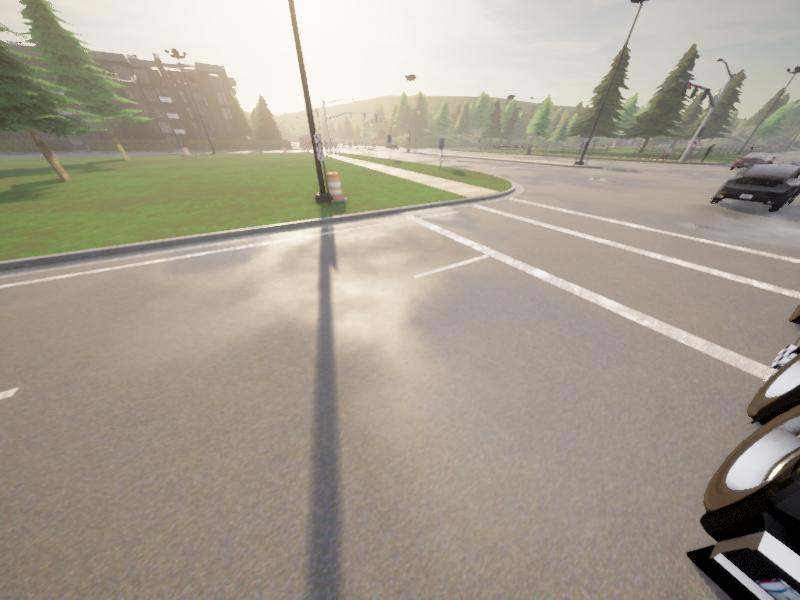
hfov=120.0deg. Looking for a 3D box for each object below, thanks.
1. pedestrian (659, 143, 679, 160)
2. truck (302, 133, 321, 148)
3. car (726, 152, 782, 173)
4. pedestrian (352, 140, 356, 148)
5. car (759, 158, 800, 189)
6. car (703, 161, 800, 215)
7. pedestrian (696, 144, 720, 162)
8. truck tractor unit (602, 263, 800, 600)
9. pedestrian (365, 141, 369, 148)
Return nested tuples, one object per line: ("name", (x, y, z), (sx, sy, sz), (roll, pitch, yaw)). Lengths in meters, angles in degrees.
("pedestrian", (35.536, -19.606, 30.520), (0.751, 1.860, 0.751), (-15, 38, -21))
("truck", (-27.956, -50.347, 72.881), (2.891, 3.827, 8.468), (-18, 39, -25))
("car", (32.976, -12.881, 21.504), (4.674, 1.442, 1.812), (-18, 39, -24))
("pedestrian", (-13.489, -46.112, 68.301), (0.751, 1.860, 0.751), (-24, 41, -30))
("car", (25.234, -8.013, 14.511), (4.181, 1.385, 1.994), (-18, 39, -24))
("car", (15.696, -4.952, 9.930), (4.892, 1.490, 1.837), (-18, 39, -25))
("pedestrian", (37.102, -17.732, 27.836), (0.751, 1.860, 0.751), (-16, 38, -21))
("truck tractor unit", (5.105, -0.306, 0.785), (6.516, 4.208, 3.053), (-18, 39, -24))
("pedestrian", (-10.151, -47.590, 70.718), (0.751, 1.860, 0.751), (-21, 40, -28))
